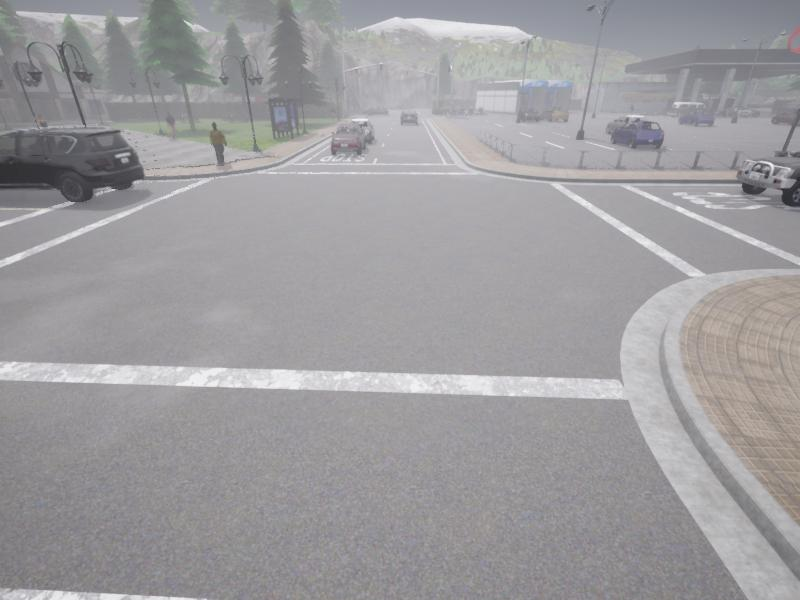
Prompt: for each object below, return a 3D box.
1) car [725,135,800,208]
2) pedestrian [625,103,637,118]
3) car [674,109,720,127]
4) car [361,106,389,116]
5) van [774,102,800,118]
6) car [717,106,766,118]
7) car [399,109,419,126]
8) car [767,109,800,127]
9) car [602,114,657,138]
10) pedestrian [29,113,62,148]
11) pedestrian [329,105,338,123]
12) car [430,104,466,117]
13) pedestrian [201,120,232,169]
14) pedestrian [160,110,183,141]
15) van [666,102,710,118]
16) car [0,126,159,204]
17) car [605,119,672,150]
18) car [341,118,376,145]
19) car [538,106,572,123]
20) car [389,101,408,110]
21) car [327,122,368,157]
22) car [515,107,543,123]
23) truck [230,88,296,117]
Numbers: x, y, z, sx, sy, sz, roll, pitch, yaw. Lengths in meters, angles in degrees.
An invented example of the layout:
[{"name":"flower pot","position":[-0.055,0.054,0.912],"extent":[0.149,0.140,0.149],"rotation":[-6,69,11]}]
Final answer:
[{"name":"car","position":[13.322,-3.981,12.276],"extent":[4.605,1.855,1.932],"rotation":[1,27,1]},{"name":"pedestrian","position":[31.693,-26.041,54.893],"extent":[0.751,1.860,0.751],"rotation":[1,27,2]},{"name":"car","position":[30.053,-18.500,40.598],"extent":[1.845,1.501,3.633],"rotation":[1,27,1]},{"name":"car","position":[-3.965,-29.867,63.159],"extent":[4.193,1.474,1.816],"rotation":[1,27,2]},{"name":"van","position":[57.600,-27.508,57.983],"extent":[4.442,1.987,1.775],"rotation":[1,27,2]},{"name":"car","position":[49.727,-27.457,58.322],"extent":[4.974,1.542,2.038],"rotation":[1,27,2]},{"name":"car","position":[1.043,-20.782,45.469],"extent":[2.163,1.488,4.792],"rotation":[1,27,1]},{"name":"car","position":[40.040,-18.367,40.288],"extent":[2.007,1.523,4.514],"rotation":[1,27,1]},{"name":"car","position":[17.741,-13.583,31.170],"extent":[1.970,1.475,3.806],"rotation":[1,27,1]},{"name":"pedestrian","position":[-21.472,-10.288,24.236],"extent":[0.751,1.860,0.751],"rotation":[15,31,26]},{"name":"pedestrian","position":[-7.377,-20.588,44.292],"extent":[0.751,1.860,0.751],"rotation":[0,27,1]},{"name":"car","position":[7.556,-29.637,62.533],"extent":[5.238,1.638,1.930],"rotation":[-12,29,-22]},{"name":"pedestrian","position":[-7.848,-6.668,17.186],"extent":[0.751,1.860,0.751],"rotation":[-6,28,-12]},{"name":"pedestrian","position":[-15.688,-12.004,27.474],"extent":[0.751,1.860,0.751],"rotation":[24,36,38]},{"name":"van","position":[41.996,-27.778,58.466],"extent":[4.480,2.038,2.069],"rotation":[1,27,2]},{"name":"car","position":[-11.402,-4.416,12.941],"extent":[5.566,2.045,2.150],"rotation":[1,27,4]},{"name":"car","position":[14.543,-10.243,24.645],"extent":[1.845,1.501,3.633],"rotation":[1,27,1]},{"name":"car","position":[-2.839,-11.919,28.216],"extent":[1.970,1.475,3.806],"rotation":[1,27,1]},{"name":"car","position":[18.438,-22.151,47.739],"extent":[2.152,1.636,5.027],"rotation":[1,27,1]},{"name":"car","position":[-0.281,-43.405,89.343],"extent":[2.033,1.649,4.856],"rotation":[14,31,26]},{"name":"car","position":[-2.950,-9.352,23.132],"extent":[1.789,1.549,3.705],"rotation":[1,27,1]},{"name":"car","position":[15.301,-22.161,47.779],"extent":[2.007,1.523,4.514],"rotation":[1,27,1]},{"name":"truck","position":[-20.344,-29.533,59.947],"extent":[8.468,3.827,2.891],"rotation":[1,27,1]}]
